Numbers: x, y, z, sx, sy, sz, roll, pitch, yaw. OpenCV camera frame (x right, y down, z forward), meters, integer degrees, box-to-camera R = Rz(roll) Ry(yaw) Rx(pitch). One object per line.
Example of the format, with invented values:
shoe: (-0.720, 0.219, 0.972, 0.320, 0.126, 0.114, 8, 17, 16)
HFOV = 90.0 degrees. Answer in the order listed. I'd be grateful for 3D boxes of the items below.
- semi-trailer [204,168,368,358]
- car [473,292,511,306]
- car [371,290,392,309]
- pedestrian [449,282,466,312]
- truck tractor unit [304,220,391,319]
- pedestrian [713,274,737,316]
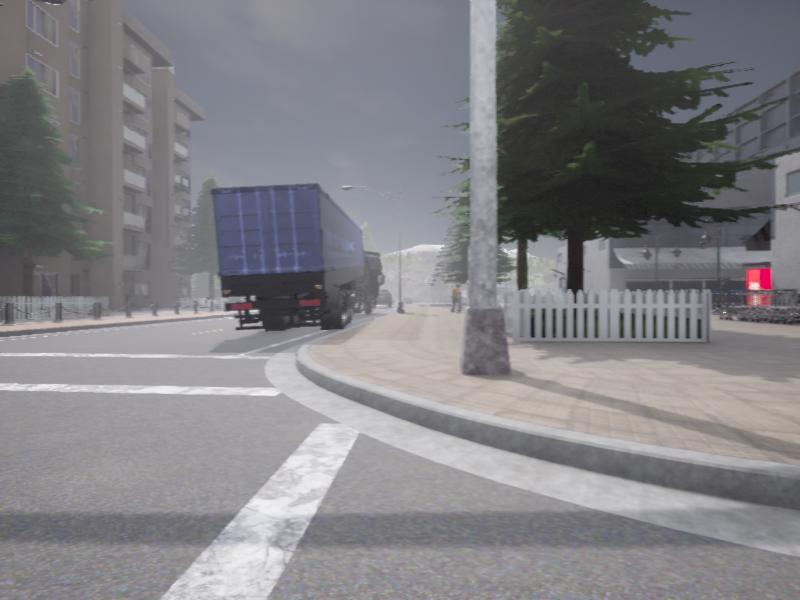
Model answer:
semi-trailer: (-3.254, -1.472, 16.671, 2.717, 4.402, 14.254, -3, 5, -1)
car: (12.157, -0.090, 53.145, 4.605, 1.855, 1.932, 0, 0, 5)
car: (-2.143, -0.130, 45.674, 2.150, 2.045, 5.566, 0, 1, -5)
pedestrian: (3.612, -0.175, 25.284, 0.751, 1.860, 0.751, 0, 0, -34)
truck tractor unit: (-2.910, -1.546, 24.777, 3.053, 4.208, 6.516, 10, -8, 8)
pedestrian: (14.838, -0.209, 18.268, 0.751, 1.860, 0.751, 0, 0, -44)
